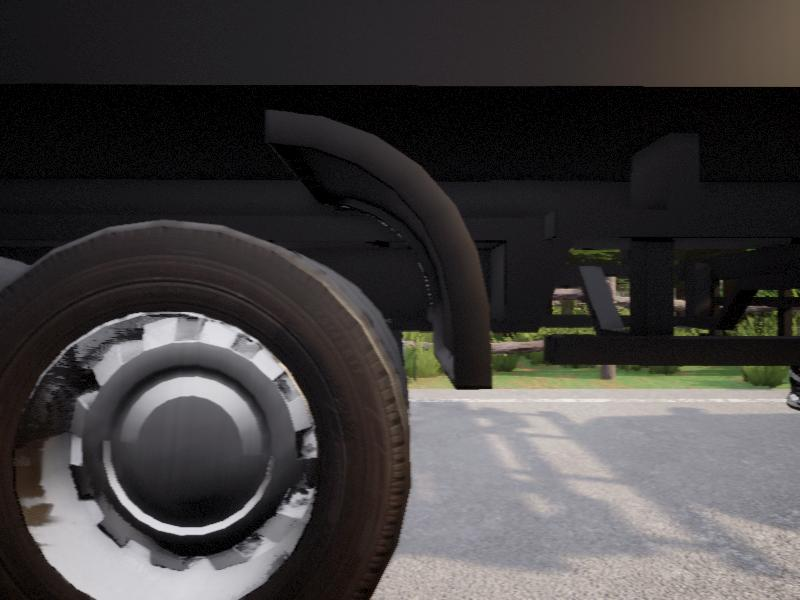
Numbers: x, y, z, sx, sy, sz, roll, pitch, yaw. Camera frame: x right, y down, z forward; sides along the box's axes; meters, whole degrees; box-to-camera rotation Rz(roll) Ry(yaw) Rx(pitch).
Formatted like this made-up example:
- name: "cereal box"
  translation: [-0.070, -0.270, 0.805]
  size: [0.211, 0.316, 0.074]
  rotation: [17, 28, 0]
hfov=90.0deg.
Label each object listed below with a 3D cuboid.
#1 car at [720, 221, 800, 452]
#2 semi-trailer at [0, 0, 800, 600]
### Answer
- name: "car"
  translation: [5.057, 0.243, 2.188]
  size: [4.902, 1.511, 2.128]
  rotation: [0, 0, 0]
- name: "semi-trailer"
  translation: [-4.383, -1.216, 2.225]
  size: [14.254, 4.402, 2.717]
  rotation: [0, 0, 0]
